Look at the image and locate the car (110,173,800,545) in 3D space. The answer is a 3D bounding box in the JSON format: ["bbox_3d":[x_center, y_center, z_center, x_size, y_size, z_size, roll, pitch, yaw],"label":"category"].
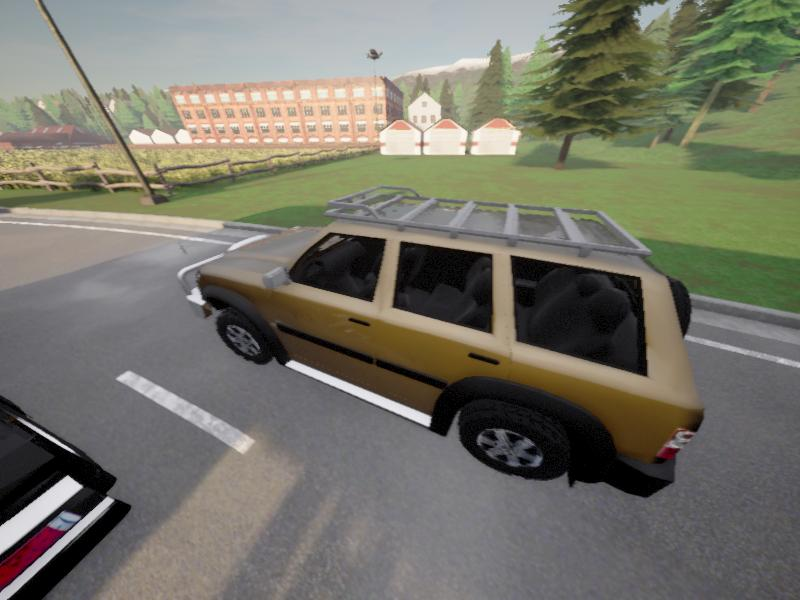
[{"bbox_3d":[-0.049,-0.138,2.521,4.605,1.855,1.932,14,36,19],"label":"car"}]

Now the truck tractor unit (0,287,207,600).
[{"bbox_3d":[-5.254,-0.124,0.548,6.516,4.208,3.053,12,37,17],"label":"truck tractor unit"}]
